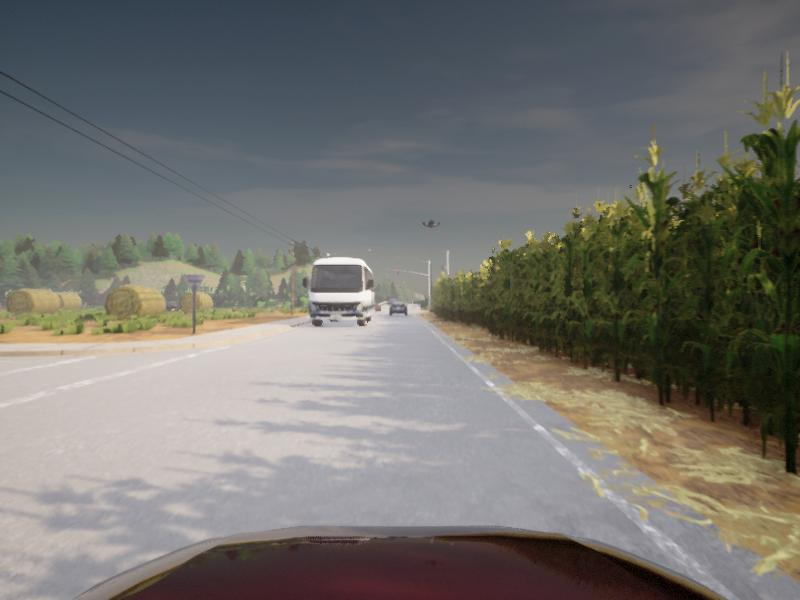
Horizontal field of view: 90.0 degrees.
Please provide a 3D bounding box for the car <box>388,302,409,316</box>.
[{"bbox_3d":[-0.159,0.922,43.642,2.163,1.488,4.792,0,0,0],"label":"car"}]

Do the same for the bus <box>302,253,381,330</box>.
[{"bbox_3d":[-3.496,-0.487,27.357,3.944,4.253,10.273,0,0,0],"label":"bus"}]
